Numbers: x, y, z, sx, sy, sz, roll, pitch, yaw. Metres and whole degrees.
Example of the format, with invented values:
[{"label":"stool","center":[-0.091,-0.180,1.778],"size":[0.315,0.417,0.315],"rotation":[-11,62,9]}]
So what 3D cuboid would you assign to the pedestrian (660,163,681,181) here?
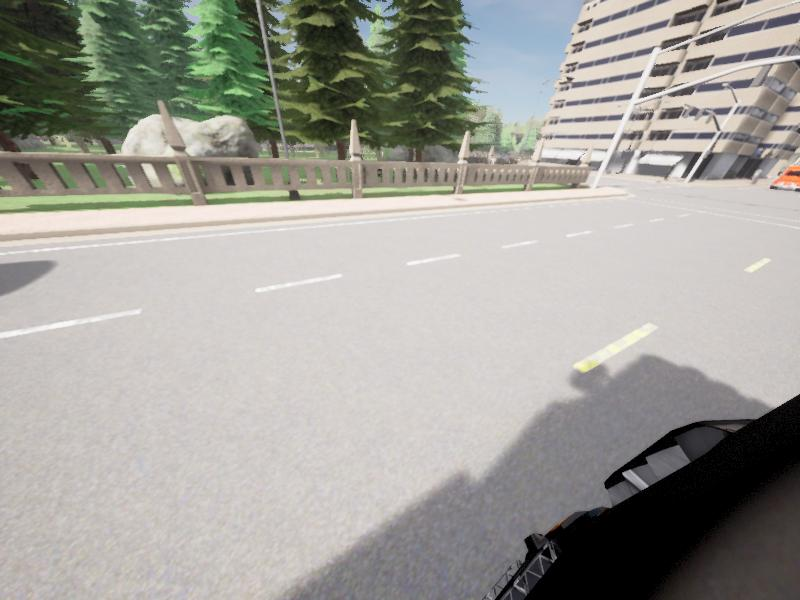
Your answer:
[{"label":"pedestrian","center":[33.373,-15.848,28.551],"size":[0.751,1.860,0.751],"rotation":[-10,36,-19]}]

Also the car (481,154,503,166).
[{"label":"car","center":[17.695,-27.116,44.779],"size":[2.242,1.667,4.611],"rotation":[2,33,-2]}]

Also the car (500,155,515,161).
[{"label":"car","center":[34.687,-45.655,74.387],"size":[4.674,1.442,1.812],"rotation":[-16,38,-27]}]

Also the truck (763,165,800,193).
[{"label":"truck","center":[45.769,-14.007,26.664],"size":[5.204,2.467,2.627],"rotation":[-13,37,-24]}]

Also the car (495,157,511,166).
[{"label":"car","center":[21.518,-29.159,48.454],"size":[1.994,1.385,4.181],"rotation":[6,34,4]}]

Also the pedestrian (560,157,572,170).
[{"label":"pedestrian","center":[28.659,-23.593,39.869],"size":[0.751,1.860,0.751],"rotation":[-1,34,-7]}]

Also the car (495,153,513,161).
[{"label":"car","center":[34.949,-48.228,77.748],"size":[5.566,2.045,2.150],"rotation":[-15,37,-26]}]

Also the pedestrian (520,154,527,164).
[{"label":"pedestrian","center":[29.271,-33.457,54.816],"size":[0.751,1.860,0.751],"rotation":[7,34,6]}]
